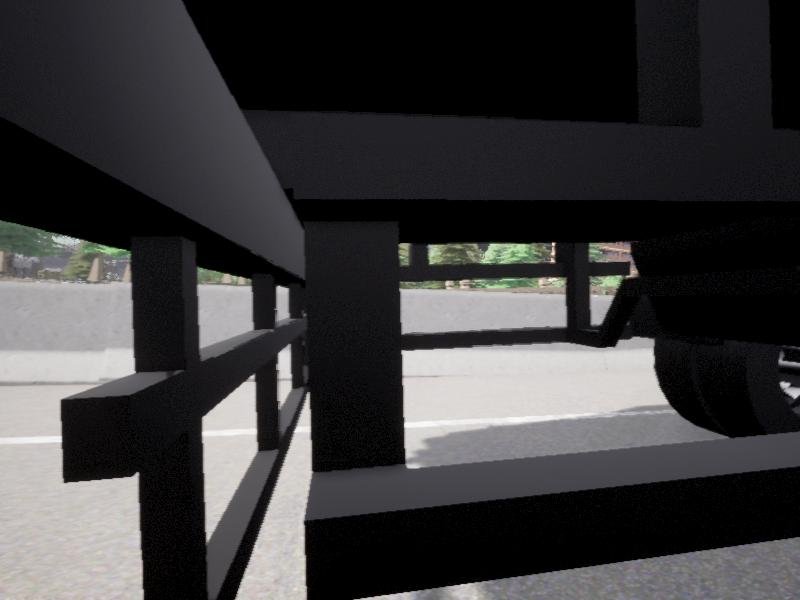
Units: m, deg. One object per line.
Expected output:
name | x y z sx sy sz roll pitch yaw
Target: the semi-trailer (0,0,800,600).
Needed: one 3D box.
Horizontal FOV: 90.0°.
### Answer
semi-trailer | 6.358 -1.308 2.337 14.254 4.402 2.717 -1 0 -8
